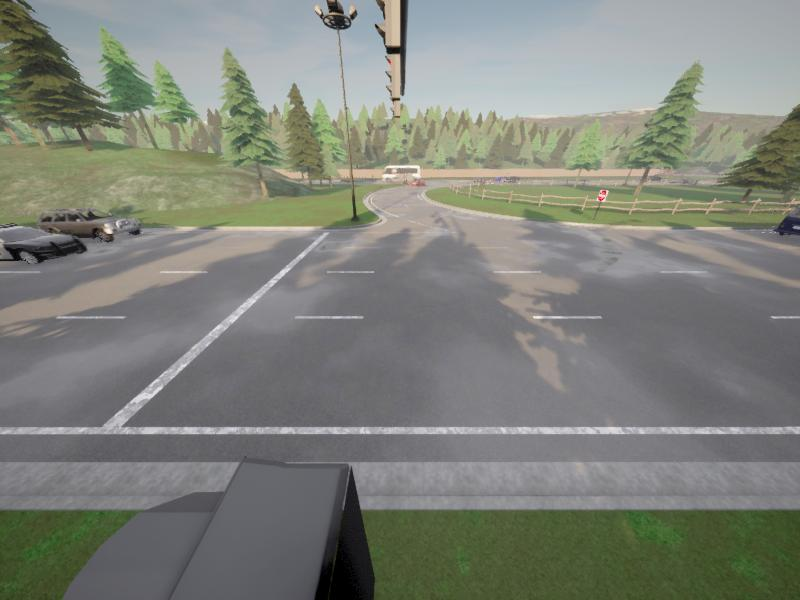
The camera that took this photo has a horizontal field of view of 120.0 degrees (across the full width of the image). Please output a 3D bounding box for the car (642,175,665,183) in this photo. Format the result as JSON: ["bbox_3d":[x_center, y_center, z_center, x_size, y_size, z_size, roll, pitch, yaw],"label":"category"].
[{"bbox_3d":[73.492,-35.203,67.109,3.866,1.878,1.905,0,30,0],"label":"car"}]

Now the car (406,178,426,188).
[{"bbox_3d":[3.698,-26.199,51.713,2.242,1.667,4.611,20,36,31],"label":"car"}]

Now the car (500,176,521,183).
[{"bbox_3d":[30.565,-33.377,63.940,4.605,1.855,1.932,0,30,0],"label":"car"}]

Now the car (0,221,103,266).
[{"bbox_3d":[-18.639,-2.798,11.210,5.238,1.638,1.930,0,30,0],"label":"car"}]

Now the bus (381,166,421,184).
[{"bbox_3d":[0.223,-34.292,63.144,10.273,4.253,3.944,0,30,0],"label":"bus"}]

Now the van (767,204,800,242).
[{"bbox_3d":[26.729,-4.703,14.167,4.442,1.987,1.775,0,30,0],"label":"van"}]

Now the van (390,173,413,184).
[{"bbox_3d":[0.338,-31.858,60.649,5.915,2.561,1.988,0,30,0],"label":"van"}]

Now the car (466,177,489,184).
[{"bbox_3d":[20.507,-31.506,60.936,5.238,1.638,1.930,0,30,0],"label":"car"}]

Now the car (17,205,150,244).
[{"bbox_3d":[-19.064,-4.648,14.186,4.605,1.855,1.932,-1,30,0],"label":"car"}]

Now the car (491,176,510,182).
[{"bbox_3d":[30.480,-36.694,70.107,4.514,1.525,2.007,0,30,0],"label":"car"}]

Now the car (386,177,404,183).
[{"bbox_3d":[-1.371,-34.836,67.003,5.027,1.651,2.152,0,30,0],"label":"car"}]

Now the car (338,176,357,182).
[{"bbox_3d":[-15.925,-36.648,69.939,5.366,1.575,1.801,0,30,0],"label":"car"}]
